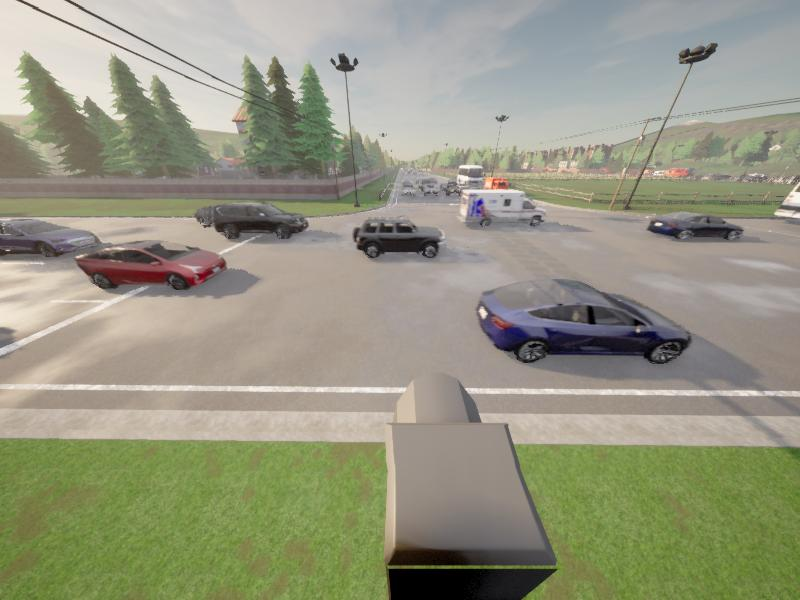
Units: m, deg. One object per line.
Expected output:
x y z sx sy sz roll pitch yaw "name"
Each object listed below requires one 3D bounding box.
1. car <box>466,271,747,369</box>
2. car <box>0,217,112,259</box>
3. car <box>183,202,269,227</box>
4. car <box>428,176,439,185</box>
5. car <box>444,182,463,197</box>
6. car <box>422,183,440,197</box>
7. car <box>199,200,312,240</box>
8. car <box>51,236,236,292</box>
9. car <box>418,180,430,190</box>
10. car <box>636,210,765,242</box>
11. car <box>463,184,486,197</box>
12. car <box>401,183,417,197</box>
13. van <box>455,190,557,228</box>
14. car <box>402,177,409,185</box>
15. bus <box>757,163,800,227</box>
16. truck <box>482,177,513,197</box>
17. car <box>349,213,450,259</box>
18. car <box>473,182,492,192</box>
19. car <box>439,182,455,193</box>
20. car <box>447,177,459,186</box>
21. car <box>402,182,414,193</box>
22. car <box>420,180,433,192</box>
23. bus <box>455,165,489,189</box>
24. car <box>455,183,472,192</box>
4.437 0.374 5.876 4.792 1.488 2.163 0 30 1 "car"
-19.124 -3.318 12.124 4.856 1.649 2.033 0 30 1 "car"
-13.425 -6.724 18.171 4.792 1.488 2.163 0 30 1 "car"
8.418 -30.428 58.913 2.097 1.767 4.553 0 30 0 "car"
8.311 -17.424 36.294 1.905 1.878 3.866 0 30 0 "car"
4.803 -17.535 36.755 2.152 1.651 5.027 0 30 0 "car"
-9.019 -5.194 14.959 5.566 2.045 2.150 0 30 1 "car"
-9.534 -1.472 9.029 4.514 1.525 2.007 0 30 1 "car"
4.868 -24.178 48.353 2.038 1.542 4.974 0 30 0 "car"
18.931 -4.797 14.833 4.792 1.488 2.163 0 30 1 "car"
11.815 -17.697 37.146 2.128 1.511 4.902 0 30 0 "car"
1.309 -17.328 36.348 2.242 1.667 4.611 0 30 0 "car"
7.755 -7.019 17.735 6.366 2.431 2.351 0 30 1 "van"
1.420 -30.615 59.460 1.801 1.575 5.366 0 30 0 "car"
35.963 -7.716 17.119 10.273 4.253 3.944 0 30 1 "bus"
15.314 -17.992 36.694 2.627 2.467 5.204 0 30 0 "truck"
-0.019 -3.324 11.882 4.605 1.855 1.932 0 30 0 "car"
15.347 -21.159 43.286 1.994 1.385 4.181 0 30 0 "car"
8.336 -20.342 41.702 1.882 1.535 5.008 0 30 0 "car"
13.381 -29.908 58.194 2.152 1.651 5.027 2 30 3 "car"
1.339 -20.637 42.224 2.007 1.525 4.514 0 30 0 "car"
4.840 -21.046 42.568 1.905 1.878 3.866 0 30 0 "car"
15.522 -27.360 51.123 3.944 4.253 10.273 1 30 0 "bus"
11.845 -21.174 43.385 1.895 1.301 4.718 0 30 0 "car"
